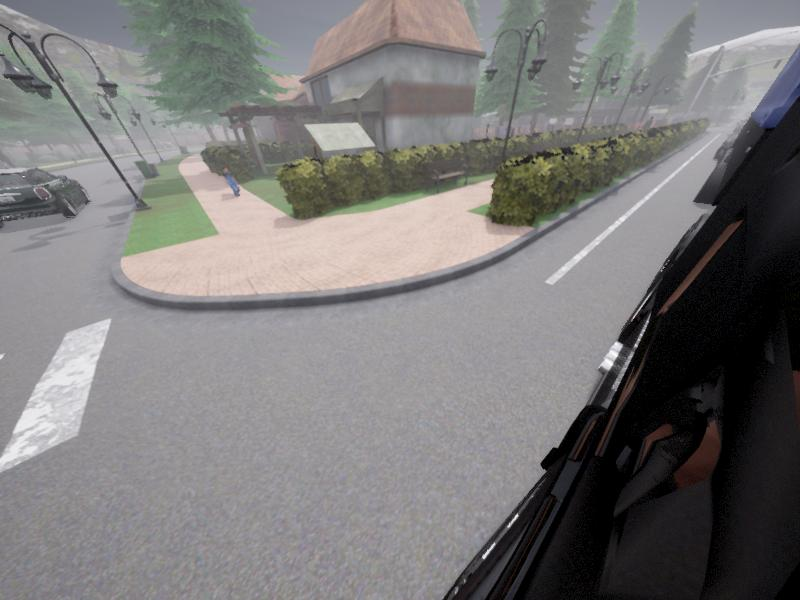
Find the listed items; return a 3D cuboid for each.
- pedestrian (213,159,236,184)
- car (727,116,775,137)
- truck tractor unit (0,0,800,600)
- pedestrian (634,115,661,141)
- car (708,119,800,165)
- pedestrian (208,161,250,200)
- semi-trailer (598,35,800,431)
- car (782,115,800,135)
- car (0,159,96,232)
[{"bbox_3d":[-9.603,-7.037,12.649,0.500,1.100,0.500,25,45,32],"label":"pedestrian"},{"bbox_3d":[35.953,-17.854,23.740,4.902,1.511,2.128,-29,44,-30],"label":"car"},{"bbox_3d":[2.645,-0.295,0.351,6.516,4.208,3.053,-28,44,-30],"label":"truck tractor unit"},{"bbox_3d":[22.861,-15.847,21.350,0.751,1.860,0.751,-17,39,-18],"label":"pedestrian"},{"bbox_3d":[18.996,-8.608,12.481,4.856,1.649,2.033,-29,44,-30],"label":"car"},{"bbox_3d":[-7.135,-5.019,9.681,0.751,1.300,0.751,21,43,28],"label":"pedestrian"},{"bbox_3d":[8.654,-3.646,4.255,14.254,4.402,2.717,-29,44,-30],"label":"semi-trailer"},{"bbox_3d":[39.589,-17.068,22.472,4.892,1.490,1.837,-29,44,-30],"label":"car"},{"bbox_3d":[-14.573,-4.294,9.090,2.097,1.767,4.553,-29,44,-30],"label":"car"}]
